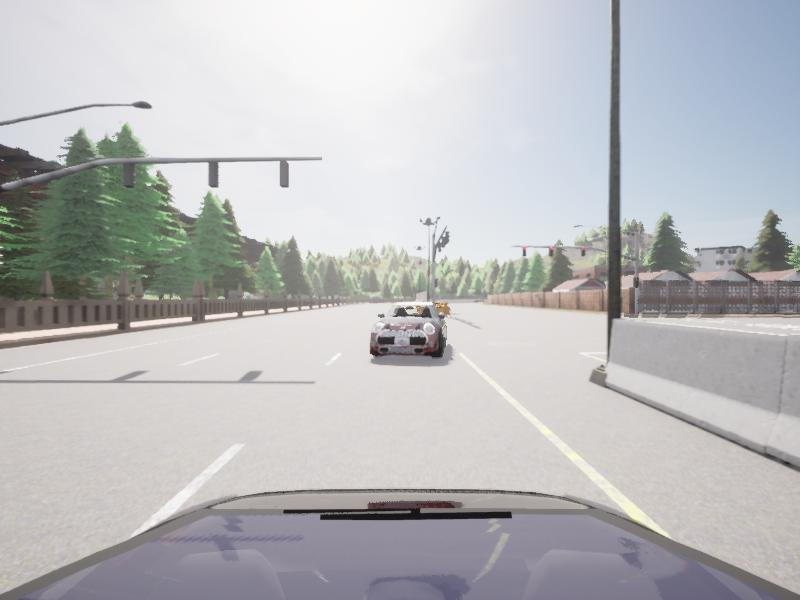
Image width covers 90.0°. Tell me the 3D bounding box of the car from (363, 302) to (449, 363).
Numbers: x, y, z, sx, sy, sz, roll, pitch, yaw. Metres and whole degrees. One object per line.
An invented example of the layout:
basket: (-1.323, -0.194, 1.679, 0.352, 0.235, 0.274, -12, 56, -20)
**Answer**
car: (0.355, 0.817, 11.896, 1.970, 1.475, 3.806, 0, 0, 10)
